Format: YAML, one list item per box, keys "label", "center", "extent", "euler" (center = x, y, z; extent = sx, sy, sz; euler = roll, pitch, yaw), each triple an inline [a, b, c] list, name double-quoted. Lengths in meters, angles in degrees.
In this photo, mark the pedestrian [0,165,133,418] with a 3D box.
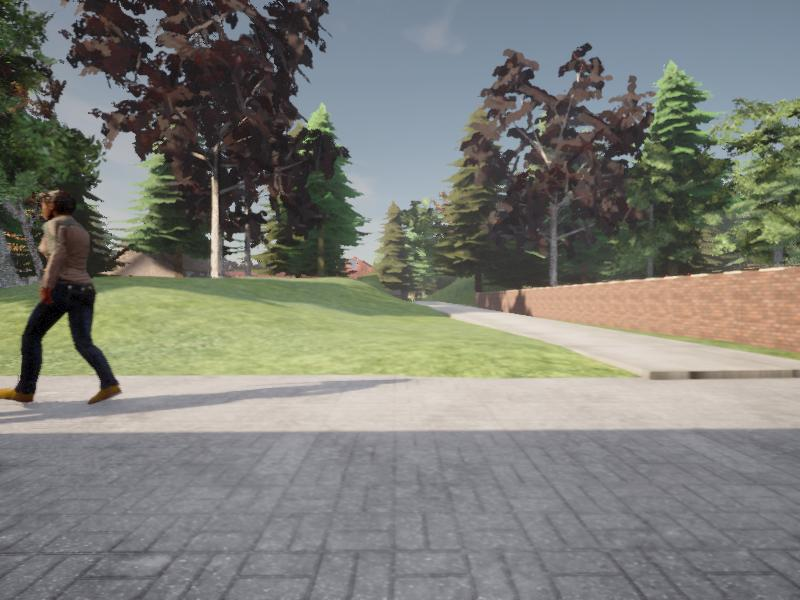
- label: "pedestrian"
  center: [-2.841, -0.064, 3.317]
  extent: [0.751, 1.860, 0.751]
  euler: [0, 0, -1]
